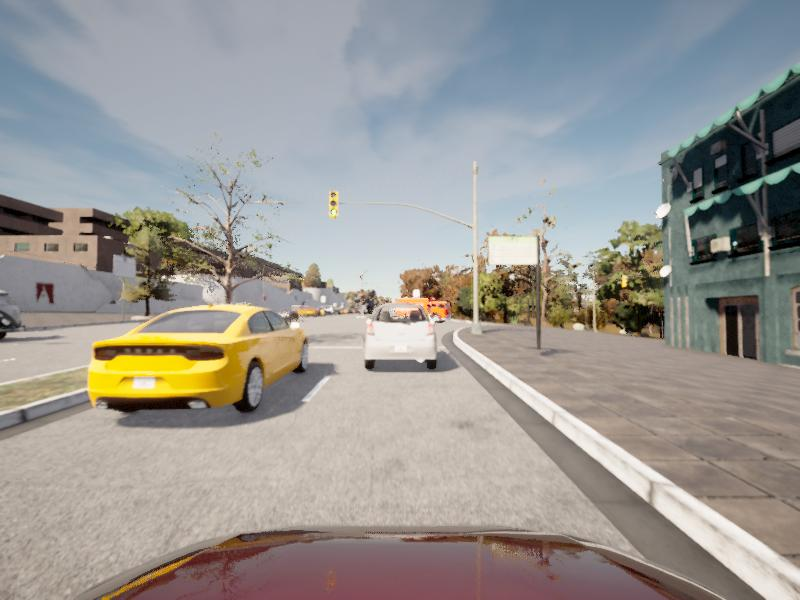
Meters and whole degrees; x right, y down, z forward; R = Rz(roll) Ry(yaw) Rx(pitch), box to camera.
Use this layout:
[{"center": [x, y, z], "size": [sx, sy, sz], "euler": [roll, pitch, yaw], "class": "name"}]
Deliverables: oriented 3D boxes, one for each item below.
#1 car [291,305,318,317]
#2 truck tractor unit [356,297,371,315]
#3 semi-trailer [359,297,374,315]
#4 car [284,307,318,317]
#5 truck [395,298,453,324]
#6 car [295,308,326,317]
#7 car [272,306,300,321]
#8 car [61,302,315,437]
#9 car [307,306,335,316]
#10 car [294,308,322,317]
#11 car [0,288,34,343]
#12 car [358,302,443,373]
[{"center": [-16.716, 1.920, 70.062], "size": [4.442, 1.987, 1.878], "euler": [0, -2, -20], "class": "car"}, {"center": [-8.706, 1.457, 96.783], "size": [3.053, 4.208, 6.516], "euler": [0, -2, 0], "class": "truck tractor unit"}, {"center": [-8.693, 1.591, 104.703], "size": [2.717, 4.402, 14.254], "euler": [0, -2, 0], "class": "semi-trailer"}, {"center": [-16.655, 2.075, 67.099], "size": [5.366, 1.575, 1.946], "euler": [0, -2, -20], "class": "car"}, {"center": [2.395, 1.069, 39.866], "size": [5.204, 2.467, 2.627], "euler": [0, -2, 23], "class": "truck"}, {"center": [-16.985, 2.281, 75.913], "size": [5.366, 1.575, 1.946], "euler": [0, -1, -20], "class": "car"}, {"center": [-11.785, 1.437, 41.685], "size": [1.845, 1.501, 3.633], "euler": [1, -2, 0], "class": "car"}, {"center": [-2.992, 0.820, 7.151], "size": [1.882, 1.535, 5.008], "euler": [0, 0, 0], "class": "car"}, {"center": [-16.825, 2.246, 84.913], "size": [5.566, 2.045, 2.435], "euler": [0, -1, -20], "class": "car"}, {"center": [-16.843, 2.244, 72.982], "size": [4.792, 1.488, 2.163], "euler": [0, -1, -20], "class": "car"}, {"center": [-16.814, 0.596, 14.810], "size": [4.442, 1.987, 1.878], "euler": [-1, 0, -20], "class": "car"}, {"center": [0.014, 0.821, 10.426], "size": [1.845, 1.501, 3.633], "euler": [0, 0, 0], "class": "car"}]
